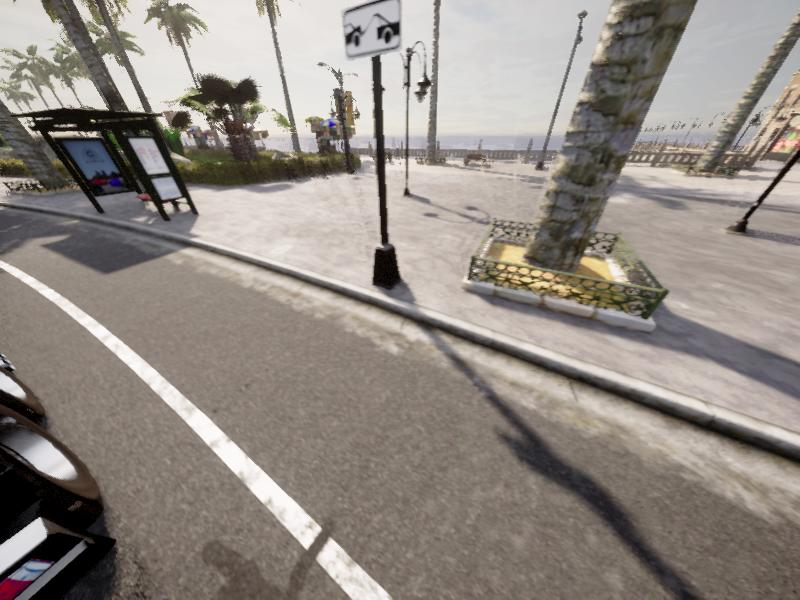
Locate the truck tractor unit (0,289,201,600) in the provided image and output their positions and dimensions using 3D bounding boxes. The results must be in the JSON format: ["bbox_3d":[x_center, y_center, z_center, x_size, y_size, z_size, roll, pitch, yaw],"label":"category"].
[{"bbox_3d":[-5.157,-0.253,0.714,6.516,4.208,3.053,17,39,22],"label":"truck tractor unit"}]

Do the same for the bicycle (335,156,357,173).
[{"bbox_3d":[-4.147,-10.368,17.700,1.643,1.024,0.373,18,39,25],"label":"bicycle"}]

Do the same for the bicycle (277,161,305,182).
[{"bbox_3d":[-6.683,-7.866,14.149,1.643,1.024,0.373,18,39,25],"label":"bicycle"}]

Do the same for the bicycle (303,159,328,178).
[{"bbox_3d":[-5.669,-8.867,15.570,1.643,1.024,0.373,18,39,25],"label":"bicycle"}]
